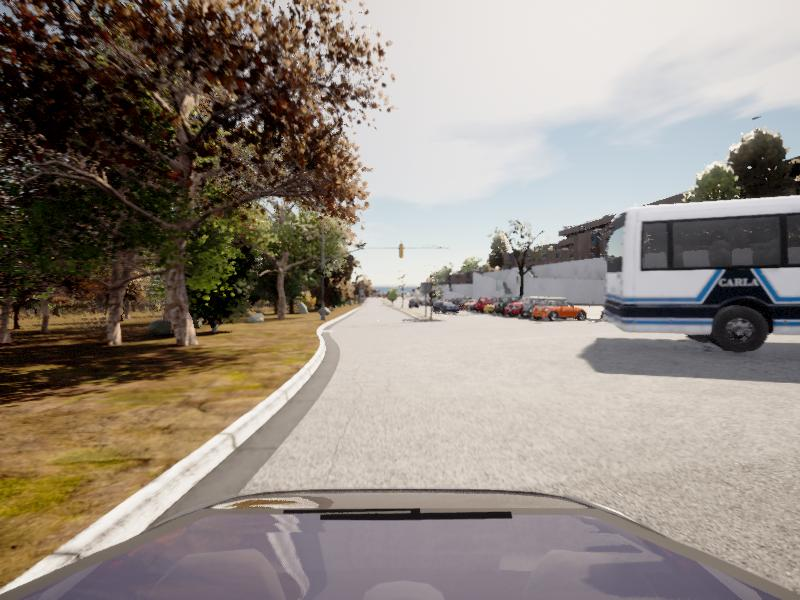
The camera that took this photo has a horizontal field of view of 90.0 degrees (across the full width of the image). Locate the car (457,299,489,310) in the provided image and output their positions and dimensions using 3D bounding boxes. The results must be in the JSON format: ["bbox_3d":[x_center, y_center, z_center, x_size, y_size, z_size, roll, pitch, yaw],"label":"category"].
[{"bbox_3d":[11.635,0.718,63.589,4.553,1.767,2.185,1,0,-24],"label":"car"}]

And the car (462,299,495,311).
[{"bbox_3d":[11.889,0.725,60.613,4.553,1.767,2.185,1,0,-24],"label":"car"}]

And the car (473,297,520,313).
[{"bbox_3d":[12.457,0.628,51.632,5.566,2.045,2.435,1,0,-24],"label":"car"}]

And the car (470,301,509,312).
[{"bbox_3d":[12.263,0.897,54.631,4.792,1.488,2.163,1,0,-24],"label":"car"}]

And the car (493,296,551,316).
[{"bbox_3d":[13.009,0.663,42.636,5.566,2.045,2.435,1,0,-23],"label":"car"}]

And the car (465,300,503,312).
[{"bbox_3d":[12.055,0.860,57.607,4.892,1.521,2.231,1,0,-24],"label":"car"}]

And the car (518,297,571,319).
[{"bbox_3d":[13.214,0.712,36.564,4.442,1.987,1.878,1,0,-23],"label":"car"}]

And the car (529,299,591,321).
[{"bbox_3d":[13.431,0.825,33.594,4.553,1.767,2.185,1,0,-23],"label":"car"}]

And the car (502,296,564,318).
[{"bbox_3d":[13.133,0.675,39.601,5.566,2.045,2.435,1,0,-23],"label":"car"}]

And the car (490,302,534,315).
[{"bbox_3d":[12.796,0.943,45.626,4.674,1.452,2.002,1,0,-23],"label":"car"}]

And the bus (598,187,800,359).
[{"bbox_3d":[11.635,-0.771,11.438,10.273,4.253,3.944,0,3,19],"label":"bus"}]

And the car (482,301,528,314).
[{"bbox_3d":[12.787,0.889,48.698,5.366,1.575,1.946,1,0,-24],"label":"car"}]

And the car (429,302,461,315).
[{"bbox_3d":[5.476,0.968,49.299,2.033,1.411,5.357,0,0,-17],"label":"car"}]
